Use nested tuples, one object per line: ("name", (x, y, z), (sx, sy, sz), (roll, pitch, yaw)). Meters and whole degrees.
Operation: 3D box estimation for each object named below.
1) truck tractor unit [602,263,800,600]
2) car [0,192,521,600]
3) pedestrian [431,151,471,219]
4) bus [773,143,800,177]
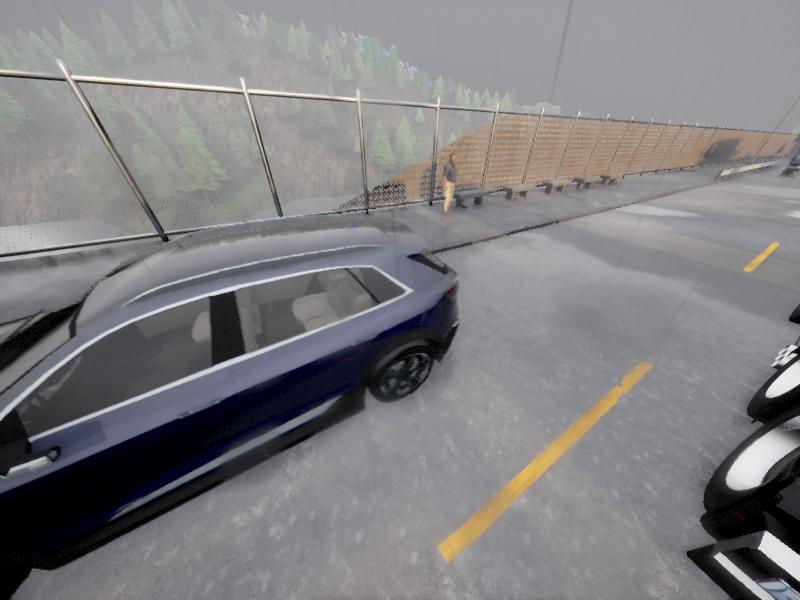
("truck tractor unit", (5.108, -0.304, 0.785), (6.516, 4.208, 3.053), (-18, 39, -24))
("car", (-1.604, 0.309, 2.120), (4.856, 1.649, 2.033), (-18, 39, -24))
("pedestrian", (1.629, -3.765, 7.567), (0.751, 1.860, 0.751), (-28, 44, -35))
("bus", (34.936, -12.323, 18.217), (10.273, 4.253, 3.944), (-21, 40, -28))
